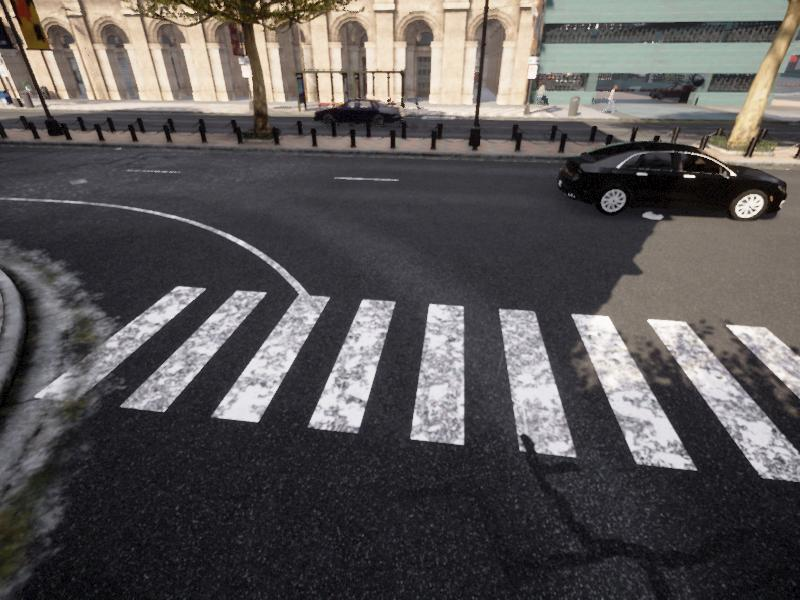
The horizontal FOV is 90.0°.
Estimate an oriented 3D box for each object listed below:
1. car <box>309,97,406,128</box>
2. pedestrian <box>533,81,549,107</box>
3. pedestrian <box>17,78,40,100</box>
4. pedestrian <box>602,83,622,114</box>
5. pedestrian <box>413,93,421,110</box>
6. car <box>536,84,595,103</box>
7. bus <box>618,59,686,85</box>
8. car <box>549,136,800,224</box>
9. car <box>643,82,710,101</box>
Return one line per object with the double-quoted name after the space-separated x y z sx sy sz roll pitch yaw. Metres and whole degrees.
-2.413 -11.227 23.871 5.357 1.411 2.033 4 31 7 "car"
11.584 -16.931 32.849 0.751 1.860 0.751 -2 30 -4 "pedestrian"
-35.937 -20.381 38.700 0.751 1.860 0.751 4 31 7 "pedestrian"
14.666 -13.917 27.690 0.751 1.860 0.751 9 31 15 "pedestrian"
1.249 -15.005 30.291 0.500 1.100 0.500 -4 31 -7 "pedestrian"
15.762 -19.845 38.387 4.786 1.482 2.161 4 31 7 "car"
48.545 -44.254 77.678 10.273 4.253 3.944 14 33 22 "bus"
6.437 -2.977 9.649 4.892 1.490 1.837 4 31 7 "car"
27.821 -21.096 40.466 4.902 1.511 2.128 4 31 7 "car"
